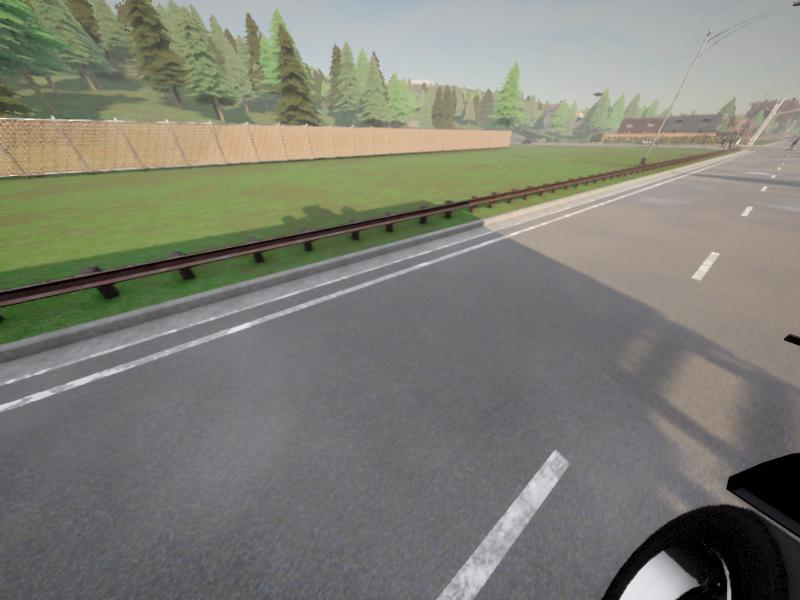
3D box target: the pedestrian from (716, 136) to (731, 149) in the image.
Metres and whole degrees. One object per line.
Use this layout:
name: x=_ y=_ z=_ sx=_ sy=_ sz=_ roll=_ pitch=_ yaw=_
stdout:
pedestrian: x=59.931 y=-29.157 z=42.780 sx=0.751 sy=1.860 sz=0.751 roll=29 pitch=45 yaw=35

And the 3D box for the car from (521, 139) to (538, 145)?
car: x=43.743 y=-53.533 z=78.108 sx=1.816 sy=1.474 sz=4.193 roll=-22 pitch=40 yaw=-27

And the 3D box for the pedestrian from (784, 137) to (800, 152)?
pedestrian: x=62.397 y=-24.623 z=36.596 sx=0.751 sy=1.860 sz=0.751 roll=-24 pitch=42 yaw=-30

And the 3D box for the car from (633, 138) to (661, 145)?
car: x=71.330 y=-45.801 z=66.806 sx=2.038 sy=1.542 sz=4.974 roll=-22 pitch=40 yaw=-27

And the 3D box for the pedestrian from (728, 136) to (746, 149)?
pedestrian: x=59.343 y=-27.697 z=40.719 sx=0.751 sy=1.860 sz=0.751 roll=4 pitch=35 yaw=6

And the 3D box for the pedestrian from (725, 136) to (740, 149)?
pedestrian: x=60.736 y=-28.782 z=42.241 sx=0.751 sy=1.860 sz=0.751 roll=-24 pitch=41 yaw=-30
